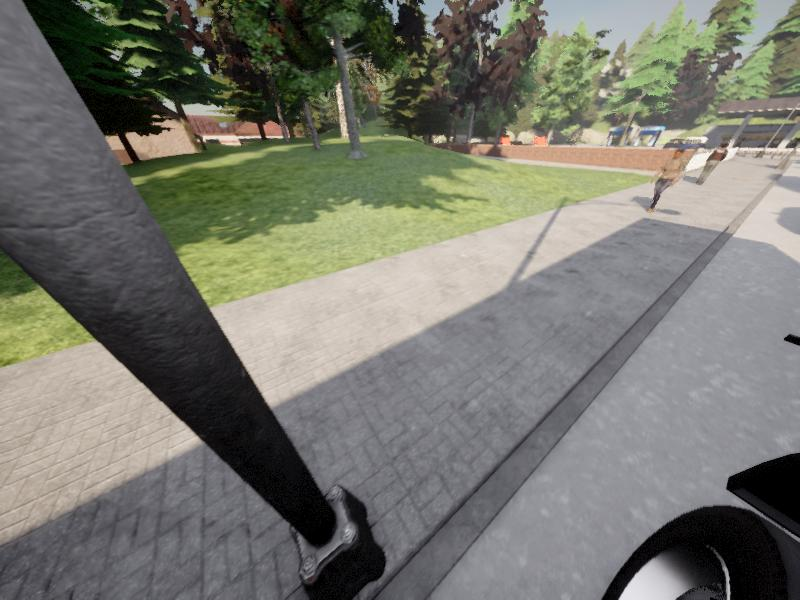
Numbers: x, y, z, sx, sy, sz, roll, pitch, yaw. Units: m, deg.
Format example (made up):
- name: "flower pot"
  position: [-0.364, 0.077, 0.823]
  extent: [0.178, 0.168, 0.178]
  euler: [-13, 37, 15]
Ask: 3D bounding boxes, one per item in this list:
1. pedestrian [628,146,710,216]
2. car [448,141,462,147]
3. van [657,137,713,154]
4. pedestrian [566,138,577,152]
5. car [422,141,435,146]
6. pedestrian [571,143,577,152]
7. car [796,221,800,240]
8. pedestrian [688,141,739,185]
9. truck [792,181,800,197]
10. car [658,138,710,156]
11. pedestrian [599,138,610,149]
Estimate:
- name: "pedestrian"
  position: [8.441, -3.771, 7.342]
  extent: [0.751, 1.860, 0.751]
  euler: [-14, 38, -19]
- name: "car"
  position: [15.916, -45.268, 66.952]
  extent: [1.789, 1.549, 3.705]
  euler: [-22, 40, -27]
- name: "van"
  position: [42.509, -23.169, 34.606]
  extent: [2.069, 2.038, 4.480]
  euler: [-21, 40, -27]
- name: "pedestrian"
  position: [28.444, -25.741, 38.313]
  extent: [0.751, 1.860, 0.751]
  euler: [-21, 40, -27]
- name: "car"
  position: [9.147, -50.924, 75.123]
  extent: [1.816, 1.474, 4.193]
  euler: [-22, 40, -27]
- name: "pedestrian"
  position: [29.169, -25.580, 38.737]
  extent: [0.500, 1.100, 0.500]
  euler: [24, 42, 31]
- name: "car"
  position: [12.740, -2.377, 5.976]
  extent: [4.181, 1.385, 1.994]
  euler: [-21, 40, -27]
- name: "pedestrian"
  position: [16.026, -7.000, 11.852]
  extent: [0.751, 1.860, 0.751]
  euler: [-25, 42, -31]
- name: "truck"
  position: [20.847, -6.061, 10.134]
  extent: [5.204, 2.467, 2.627]
  euler: [-23, 41, -26]
- name: "car"
  position: [39.676, -21.471, 32.355]
  extent: [1.905, 1.878, 3.866]
  euler: [-20, 40, -26]
- name: "pedestrian"
  position: [40.699, -31.147, 45.904]
  extent: [0.751, 1.860, 0.751]
  euler: [-17, 38, -22]
